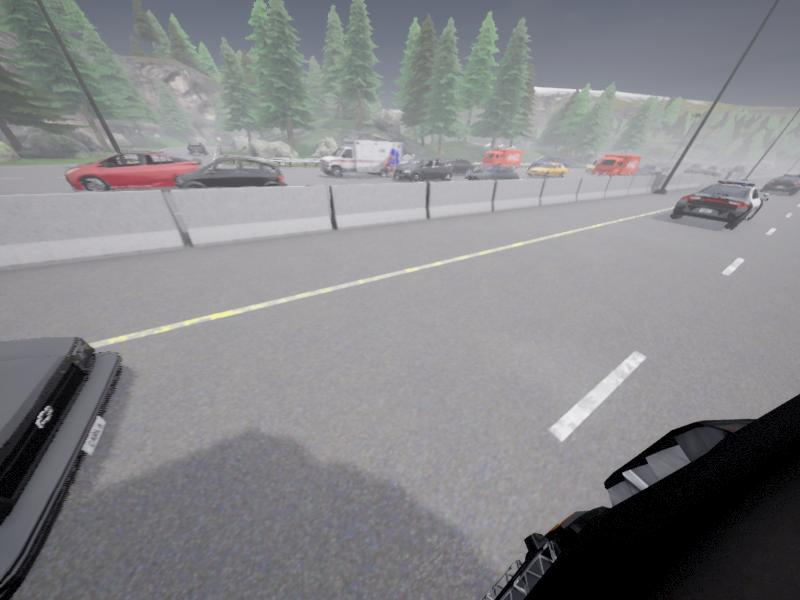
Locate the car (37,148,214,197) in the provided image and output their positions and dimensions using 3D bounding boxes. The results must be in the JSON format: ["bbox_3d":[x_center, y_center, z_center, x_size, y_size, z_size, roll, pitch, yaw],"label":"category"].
[{"bbox_3d":[-11.372,-5.713,10.263,4.514,1.525,2.007,-17,38,-27],"label":"car"}]

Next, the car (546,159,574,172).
[{"bbox_3d":[25.163,-21.180,36.342,3.705,1.549,1.789,-16,38,-27],"label":"car"}]

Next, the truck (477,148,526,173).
[{"bbox_3d":[12.976,-17.920,29.666,5.204,2.467,2.627,-16,38,-27],"label":"truck"}]

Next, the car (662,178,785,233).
[{"bbox_3d":[14.293,-4.341,10.199,4.974,1.542,2.038,-17,38,-27],"label":"car"}]

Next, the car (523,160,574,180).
[{"bbox_3d":[15.879,-13.893,24.638,5.366,1.575,1.801,-17,38,-27],"label":"car"}]

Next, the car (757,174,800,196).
[{"bbox_3d":[36.888,-11.084,22.099,4.974,1.542,2.038,-16,38,-27],"label":"car"}]

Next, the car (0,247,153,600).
[{"bbox_3d":[-4.518,1.354,0.295,5.357,1.411,2.033,-17,38,-27],"label":"car"}]

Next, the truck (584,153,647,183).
[{"bbox_3d":[22.949,-14.101,24.704,5.204,2.467,2.627,-16,38,-27],"label":"truck"}]

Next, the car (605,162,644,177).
[{"bbox_3d":[32.397,-18.863,33.317,4.611,1.667,2.242,-17,38,-27],"label":"car"}]

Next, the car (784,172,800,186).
[{"bbox_3d":[57.813,-17.317,33.126,4.514,1.525,2.007,-17,38,-27],"label":"car"}]

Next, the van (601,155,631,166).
[{"bbox_3d":[66.176,-42.938,70.966,1.988,2.561,5.915,-17,38,-27],"label":"van"}]

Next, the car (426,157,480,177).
[{"bbox_3d":[5.150,-12.923,22.421,4.892,1.490,1.837,-17,38,-27],"label":"car"}]

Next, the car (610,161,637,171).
[{"bbox_3d":[45.611,-27.294,47.095,4.974,1.542,2.038,-17,38,-27],"label":"car"}]

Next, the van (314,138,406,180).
[{"bbox_3d":[-2.887,-10.900,17.908,6.366,2.431,2.351,-17,38,-27],"label":"van"}]

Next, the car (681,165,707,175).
[{"bbox_3d":[63.666,-28.242,49.979,4.611,1.667,2.242,-17,38,-27],"label":"car"}]

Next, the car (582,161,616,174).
[{"bbox_3d":[31.096,-20.709,36.073,5.366,1.575,1.801,-17,38,-27],"label":"car"}]

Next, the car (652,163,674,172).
[{"bbox_3d":[55.860,-28.079,49.095,3.633,1.501,1.845,-17,38,-27],"label":"car"}]

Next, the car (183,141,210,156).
[{"bbox_3d":[-27.670,-20.699,31.518,2.128,1.511,4.902,-18,39,-28],"label":"car"}]

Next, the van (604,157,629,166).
[{"bbox_3d":[64.058,-40.973,68.341,2.069,2.038,4.480,-17,38,-27],"label":"van"}]

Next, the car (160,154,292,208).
[{"bbox_3d":[-6.665,-4.869,9.341,3.705,1.549,1.789,-16,38,-27],"label":"car"}]

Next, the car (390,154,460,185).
[{"bbox_3d":[1.800,-9.725,17.192,4.611,1.667,2.242,-17,38,-27],"label":"car"}]

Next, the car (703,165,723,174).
[{"bbox_3d":[77.302,-32.198,56.996,3.988,1.617,1.851,-17,38,-27],"label":"car"}]

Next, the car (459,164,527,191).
[{"bbox_3d":[6.577,-8.767,16.399,4.181,1.385,1.994,-17,38,-27],"label":"car"}]

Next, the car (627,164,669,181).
[{"bbox_3d":[31.730,-16.383,29.576,4.856,1.649,2.033,-17,38,-27],"label":"car"}]

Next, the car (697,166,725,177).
[{"bbox_3d":[59.452,-24.632,44.174,4.974,1.542,2.038,-17,38,-27],"label":"car"}]

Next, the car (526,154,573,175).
[{"bbox_3d":[19.152,-17.323,29.629,5.566,2.045,2.150,-16,38,-26],"label":"car"}]
